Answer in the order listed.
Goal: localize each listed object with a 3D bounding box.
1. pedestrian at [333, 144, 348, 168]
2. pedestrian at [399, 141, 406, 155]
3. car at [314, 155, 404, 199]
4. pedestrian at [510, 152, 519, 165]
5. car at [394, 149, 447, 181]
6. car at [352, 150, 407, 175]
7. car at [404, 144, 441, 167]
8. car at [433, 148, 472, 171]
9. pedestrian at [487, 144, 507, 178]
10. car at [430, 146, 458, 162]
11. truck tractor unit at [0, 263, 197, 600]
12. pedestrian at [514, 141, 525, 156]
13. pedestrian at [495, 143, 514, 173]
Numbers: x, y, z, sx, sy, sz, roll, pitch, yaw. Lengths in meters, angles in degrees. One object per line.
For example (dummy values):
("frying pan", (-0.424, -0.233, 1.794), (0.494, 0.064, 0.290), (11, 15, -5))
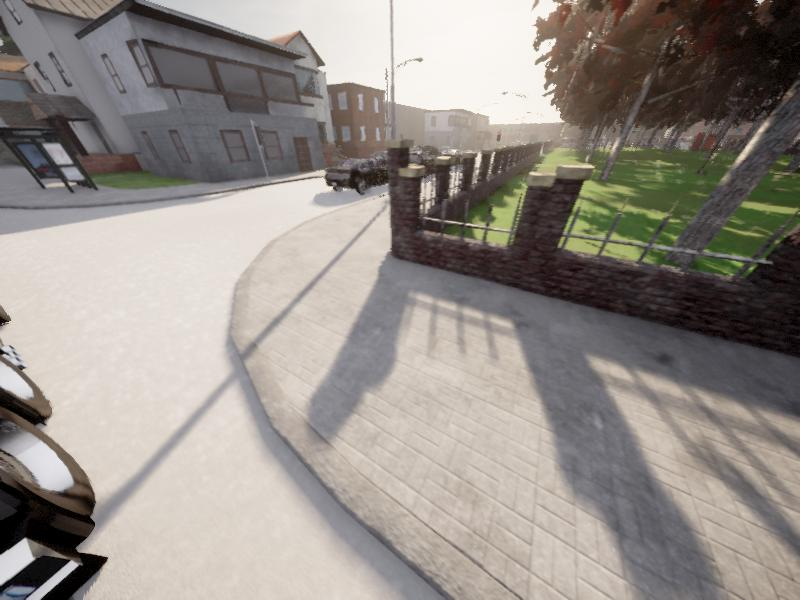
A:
("pedestrian", (-5.499, -13.389, 21.429), (0.751, 1.860, 0.751), (12, 37, 17))
("pedestrian", (0.362, -24.411, 37.197), (0.751, 1.860, 0.751), (29, 44, 35))
("car", (-1.909, -6.883, 12.582), (2.128, 1.511, 4.902), (18, 39, 25))
("pedestrian", (11.167, -13.833, 22.589), (0.500, 1.100, 0.500), (15, 38, 21))
("car", (1.636, -10.214, 17.235), (2.033, 1.649, 4.856), (17, 38, 23))
("car", (-1.541, -11.788, 19.625), (2.128, 1.511, 4.902), (18, 39, 24))
("car", (2.460, -15.547, 24.669), (1.932, 1.855, 4.605), (20, 40, 27))
("car", (5.131, -13.551, 22.101), (2.128, 1.511, 4.902), (16, 38, 22))
("pedestrian", (6.472, -9.291, 15.439), (0.751, 1.860, 0.751), (19, 39, 25))
("car", (5.763, -18.985, 29.911), (1.837, 1.490, 4.892), (18, 40, 24))
("truck tractor unit", (-5.110, -0.301, 0.784), (6.516, 4.208, 3.053), (18, 39, 24))
("pedestrian", (17.823, -22.585, 34.439), (0.751, 1.860, 0.751), (-30, 44, -35))
("pedestrian", (7.864, -10.655, 17.387), (0.751, 1.860, 0.751), (18, 39, 25))
